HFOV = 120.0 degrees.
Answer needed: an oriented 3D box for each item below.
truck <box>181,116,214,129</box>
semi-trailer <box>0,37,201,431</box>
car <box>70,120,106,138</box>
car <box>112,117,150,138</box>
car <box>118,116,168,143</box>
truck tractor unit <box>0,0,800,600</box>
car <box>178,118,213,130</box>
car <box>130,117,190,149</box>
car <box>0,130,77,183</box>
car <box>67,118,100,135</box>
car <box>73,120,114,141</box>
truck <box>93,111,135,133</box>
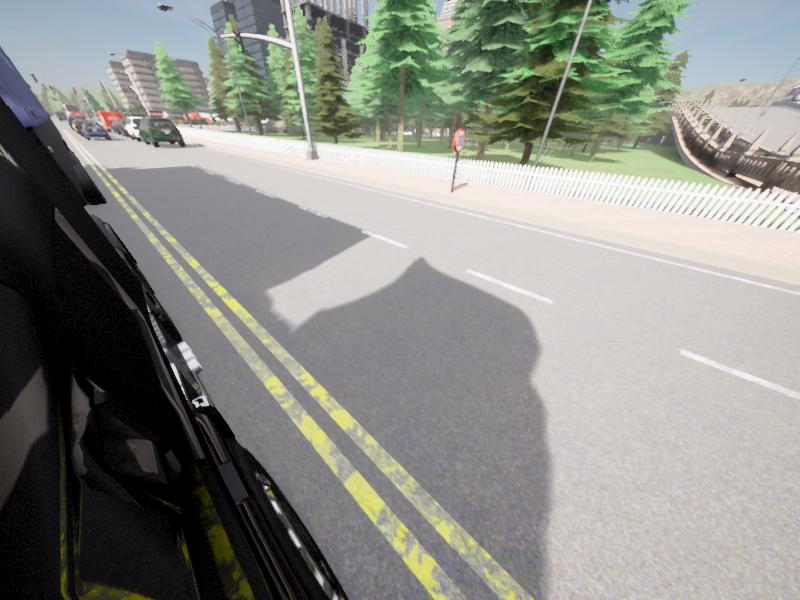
[{"bbox_3d":[-51.325,-45.025,58.667,2.627,2.467,5.204,27,43,29],"label":"truck"},{"bbox_3d":[-8.668,-3.619,4.266,14.254,4.402,2.717,28,44,30],"label":"semi-trailer"},{"bbox_3d":[-35.926,-19.721,26.608,4.193,1.474,1.816,28,44,30],"label":"car"},{"bbox_3d":[-32.581,-20.843,27.969,4.605,1.855,1.932,28,44,30],"label":"car"},{"bbox_3d":[-27.042,-17.948,24.292,5.566,2.045,2.150,28,44,30],"label":"car"},{"bbox_3d":[-2.645,-0.295,0.351,6.516,4.208,3.053,28,44,30],"label":"truck tractor unit"},{"bbox_3d":[-49.584,-42.763,56.095,2.150,2.045,5.566,27,43,29],"label":"car"},{"bbox_3d":[-21.463,-14.967,20.642,5.566,2.045,2.150,28,44,30],"label":"car"},{"bbox_3d":[-15.564,-6.035,9.540,3.806,1.475,1.970,28,44,30],"label":"car"},{"bbox_3d":[-41.256,-22.616,30.070,5.366,1.575,1.801,28,44,30],"label":"car"},{"bbox_3d":[-31.099,-17.172,23.426,3.705,1.549,1.789,28,44,30],"label":"car"},{"bbox_3d":[-42.426,-26.353,34.249,5.204,2.467,2.627,28,44,30],"label":"truck"}]
